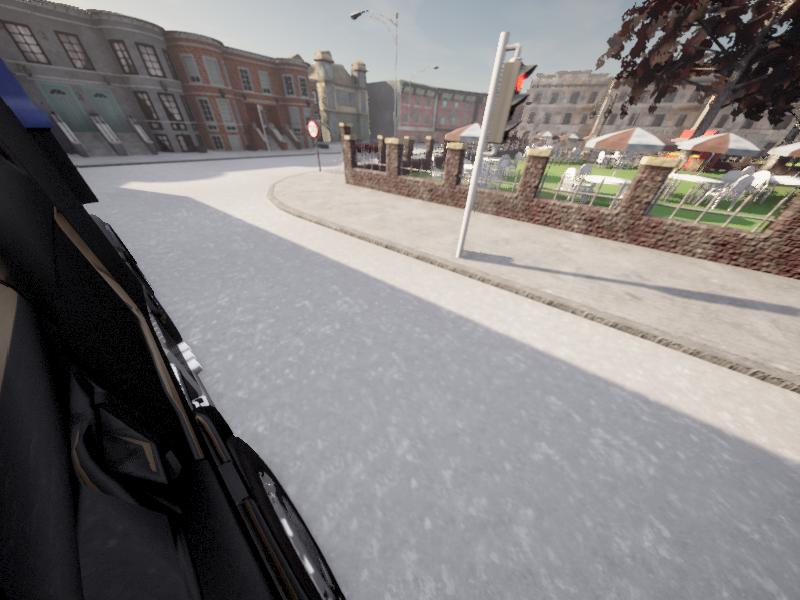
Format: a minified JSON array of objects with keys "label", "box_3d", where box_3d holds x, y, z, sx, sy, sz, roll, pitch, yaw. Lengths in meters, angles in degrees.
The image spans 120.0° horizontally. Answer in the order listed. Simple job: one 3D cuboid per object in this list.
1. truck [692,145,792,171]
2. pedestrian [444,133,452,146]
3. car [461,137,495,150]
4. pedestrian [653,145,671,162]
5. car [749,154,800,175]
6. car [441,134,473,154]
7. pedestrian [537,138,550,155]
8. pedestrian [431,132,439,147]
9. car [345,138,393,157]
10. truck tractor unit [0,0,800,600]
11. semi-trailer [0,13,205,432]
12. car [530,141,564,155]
[{"label":"truck","box_3d":[41.272,-17.509,28.289,6.274,2.098,2.390,24,42,27]},{"label":"pedestrian","box_3d":[8.295,-27.971,40.249,0.751,1.860,0.751,-27,46,-34]},{"label":"car","box_3d":[13.081,-26.293,38.784,5.008,1.535,1.882,-11,38,-18]},{"label":"pedestrian","box_3d":[35.593,-19.964,31.395,0.751,1.860,0.751,-26,45,-33]},{"label":"car","box_3d":[41.314,-14.269,24.396,4.514,1.525,2.007,25,42,27]},{"label":"car","box_3d":[7.176,-19.401,28.785,1.932,1.855,4.605,25,41,27]},{"label":"pedestrian","box_3d":[19.635,-21.061,31.655,0.751,1.860,0.751,25,42,27]},{"label":"pedestrian","box_3d":[5.459,-24.955,35.986,0.751,1.860,0.751,28,44,30]},{"label":"car","box_3d":[-2.941,-15.206,22.949,1.895,1.301,4.718,25,42,27]},{"label":"truck tractor unit","box_3d":[-2.645,-0.295,0.351,6.516,4.208,3.053,28,44,30]},{"label":"semi-trailer","box_3d":[-8.939,-3.418,3.993,14.254,4.402,2.717,25,42,27]},{"label":"car","box_3d":[22.148,-22.899,34.841,3.806,1.475,1.970,22,41,24]}]
